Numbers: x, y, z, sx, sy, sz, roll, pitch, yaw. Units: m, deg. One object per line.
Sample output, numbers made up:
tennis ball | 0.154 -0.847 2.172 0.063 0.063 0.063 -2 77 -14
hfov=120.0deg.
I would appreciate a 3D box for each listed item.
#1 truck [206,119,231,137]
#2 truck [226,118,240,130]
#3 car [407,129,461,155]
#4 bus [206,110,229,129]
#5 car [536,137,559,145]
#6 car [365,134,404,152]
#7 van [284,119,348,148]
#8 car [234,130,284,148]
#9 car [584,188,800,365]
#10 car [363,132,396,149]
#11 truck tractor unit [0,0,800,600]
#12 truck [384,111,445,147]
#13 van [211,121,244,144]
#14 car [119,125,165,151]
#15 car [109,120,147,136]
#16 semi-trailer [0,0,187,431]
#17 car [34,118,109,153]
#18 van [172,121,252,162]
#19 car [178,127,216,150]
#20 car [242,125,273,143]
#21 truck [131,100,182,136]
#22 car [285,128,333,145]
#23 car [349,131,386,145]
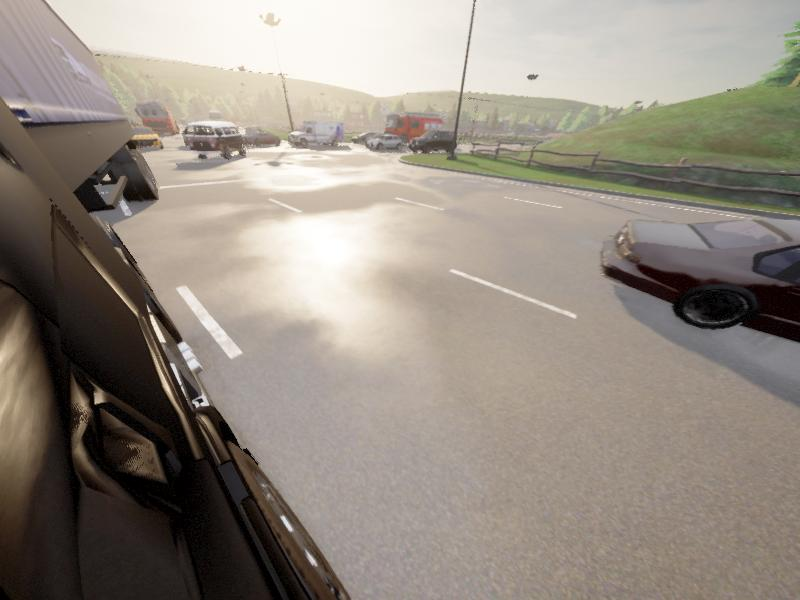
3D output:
truck | -29.407 -27.868 37.425 2.390 2.098 6.274 -19 42 -26
truck | -49.869 -52.500 68.820 2.627 2.467 5.204 -19 43 -26
car | 3.670 -17.037 24.900 5.566 2.045 2.150 -21 43 -28
bus | -56.107 -55.618 71.155 3.944 4.253 10.273 -19 42 -26
car | 34.965 -37.800 54.860 4.974 1.542 2.038 -20 42 -26
car | -1.667 -17.301 25.424 3.806 1.475 1.970 -22 43 -29
van | -9.484 -19.262 26.801 2.351 2.431 6.366 30 45 32
car | -15.038 -17.433 24.922 1.994 1.385 4.181 16 39 18
car | 5.904 -0.089 2.936 5.357 1.411 2.033 25 42 27
car | -2.476 -19.593 28.395 3.633 1.501 1.845 -21 43 -28
truck tractor unit | -2.645 -0.295 0.352 6.516 4.208 3.053 28 44 30
truck | 2.131 -24.686 33.547 8.468 3.827 2.891 -19 42 -26
van | -20.032 -19.480 26.810 2.069 2.038 4.480 -23 44 -30
car | -21.392 -13.625 19.329 1.882 1.535 5.008 -25 45 -32
car | -37.632 -23.942 32.106 2.152 1.651 5.027 -19 42 -26
semi-trailer | -7.991 -4.002 4.825 2.717 4.402 14.254 -26 45 -32
car | -23.430 -12.002 16.761 1.932 1.855 4.605 -25 45 -32
van | -12.319 -10.806 15.665 2.069 2.038 4.480 -4 37 -7
car | -18.513 -14.727 21.019 1.816 1.474 4.193 -25 45 -32
car | -18.511 -21.531 29.936 2.242 1.667 4.611 -22 44 -29
truck | -35.762 -26.950 34.394 2.891 3.827 8.468 -19 42 -26
car | -11.519 -20.883 29.520 5.027 1.651 2.152 -29 47 -35
car | -4.742 -23.803 33.929 4.792 1.488 2.163 -20 42 -27
